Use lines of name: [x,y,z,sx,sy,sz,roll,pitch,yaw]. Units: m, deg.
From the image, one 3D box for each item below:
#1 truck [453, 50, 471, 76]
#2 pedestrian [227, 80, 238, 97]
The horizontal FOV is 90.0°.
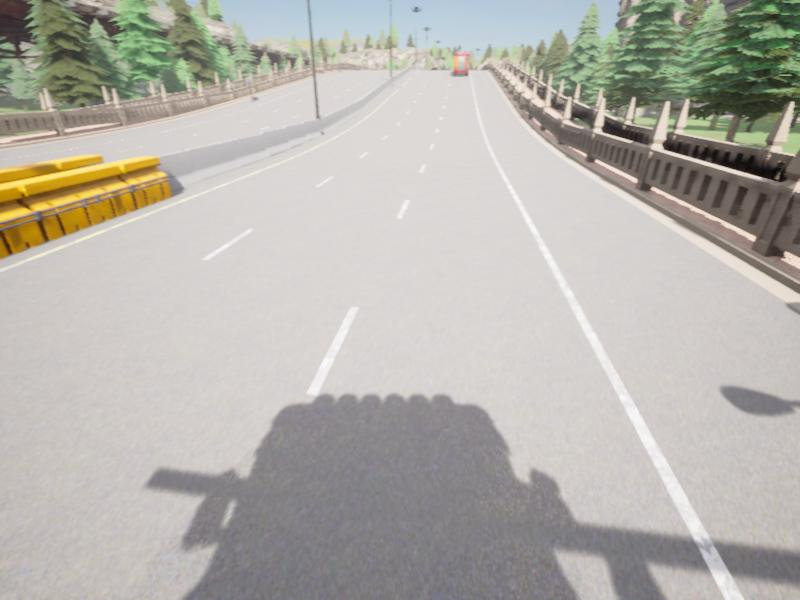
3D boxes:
truck: [11.606,-44.762,75.368,2.891,3.827,8.468,4,33,6]
pedestrian: [-21.054,-26.661,50.359,0.751,1.860,0.751,4,27,6]
